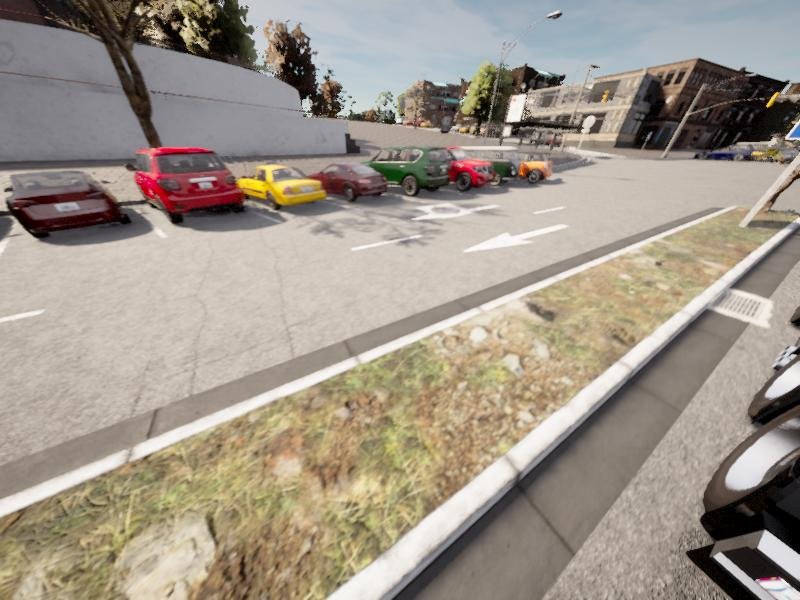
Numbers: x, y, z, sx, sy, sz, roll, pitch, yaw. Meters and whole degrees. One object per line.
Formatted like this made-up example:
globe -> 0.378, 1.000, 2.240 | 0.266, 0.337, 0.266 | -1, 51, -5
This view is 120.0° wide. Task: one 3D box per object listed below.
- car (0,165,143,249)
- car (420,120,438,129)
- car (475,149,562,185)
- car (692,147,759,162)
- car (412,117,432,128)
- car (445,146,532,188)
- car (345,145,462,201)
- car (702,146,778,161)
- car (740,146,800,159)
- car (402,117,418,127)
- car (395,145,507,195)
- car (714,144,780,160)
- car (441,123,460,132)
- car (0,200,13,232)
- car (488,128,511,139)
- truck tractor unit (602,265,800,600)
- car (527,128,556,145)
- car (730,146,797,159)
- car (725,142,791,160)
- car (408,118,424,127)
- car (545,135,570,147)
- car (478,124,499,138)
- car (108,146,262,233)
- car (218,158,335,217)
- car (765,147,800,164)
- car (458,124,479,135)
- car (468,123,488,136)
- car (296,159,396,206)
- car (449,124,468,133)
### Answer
car -> -10.430, -3.225, 7.277 | 4.792, 1.488, 2.163 | 25, 42, 32
car -> 7.687, -46.402, 61.155 | 1.946, 1.575, 5.366 | 30, 44, 28
car -> 7.894, -9.208, 15.781 | 4.553, 1.767, 2.185 | 26, 42, 33
car -> 41.697, -18.893, 29.840 | 4.792, 1.488, 2.163 | 29, 44, 36
car -> 6.060, -48.222, 62.842 | 2.435, 2.045, 5.566 | 30, 44, 27
car -> 5.331, -8.437, 14.472 | 4.442, 1.987, 1.878 | 26, 41, 33
car -> -0.017, -6.836, 12.075 | 5.566, 2.045, 2.435 | 25, 42, 32
car -> 44.609, -19.458, 30.595 | 1.946, 1.575, 5.366 | -29, 43, -36
car -> 55.536, -22.241, 34.743 | 2.002, 1.452, 4.674 | -28, 43, -34
car -> 3.020, -51.549, 66.919 | 2.185, 1.767, 4.553 | 28, 42, 29
car -> 2.646, -7.657, 13.281 | 5.566, 2.045, 2.435 | 25, 41, 32
car -> 47.210, -20.347, 31.681 | 2.185, 1.767, 4.553 | -29, 43, -36
car -> 12.056, -41.133, 55.126 | 2.002, 1.452, 4.674 | 31, 44, 28
car -> -13.004, -2.395, 6.015 | 4.892, 1.521, 2.231 | 25, 41, 32
car -> 19.482, -32.529, 45.145 | 2.231, 1.521, 4.892 | 31, 44, 28
truck tractor unit -> 5.113, -0.297, 0.789 | 6.516, 4.208, 3.053 | -18, 39, -24
car -> 23.969, -27.565, 39.042 | 2.435, 2.045, 5.566 | 31, 44, 28
car -> 52.758, -21.607, 33.747 | 2.231, 1.521, 4.892 | -28, 43, -35
car -> 50.074, -21.064, 32.550 | 1.878, 1.987, 4.442 | -28, 43, -35
car -> 4.508, -49.852, 64.905 | 2.185, 1.767, 4.553 | 29, 43, 28
car -> 25.416, -25.600, 37.216 | 2.002, 1.452, 4.674 | 31, 44, 28
car -> 17.955, -34.382, 46.922 | 1.878, 1.987, 4.442 | 31, 44, 28
car -> -7.830, -4.304, 8.361 | 5.566, 2.045, 2.435 | 25, 42, 32
car -> -5.349, -5.001, 9.825 | 5.366, 1.575, 1.946 | 25, 42, 32
car -> 45.749, -16.859, 26.875 | 4.902, 1.511, 2.128 | -15, 37, -20
car -> 15.160, -37.794, 51.238 | 1.946, 1.575, 5.366 | 31, 44, 28
car -> 16.469, -36.111, 48.915 | 1.878, 1.987, 4.442 | 31, 44, 28
car -> -2.601, -5.740, 10.985 | 4.674, 1.452, 2.002 | 25, 42, 32
car -> 13.557, -39.409, 53.139 | 2.002, 1.452, 4.674 | 31, 44, 28
